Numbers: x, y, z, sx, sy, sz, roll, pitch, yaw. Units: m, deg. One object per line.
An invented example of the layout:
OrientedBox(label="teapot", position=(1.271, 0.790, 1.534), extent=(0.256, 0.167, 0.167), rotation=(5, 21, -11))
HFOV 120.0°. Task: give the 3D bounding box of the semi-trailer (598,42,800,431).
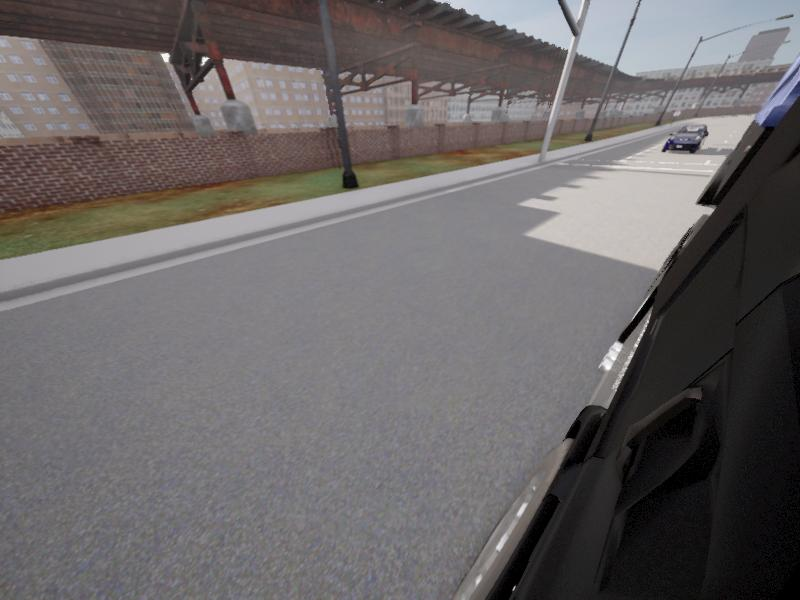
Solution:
OrientedBox(label="semi-trailer", position=(8.701, -3.592, 4.241), extent=(14.254, 4.402, 2.717), rotation=(-28, 44, -30))

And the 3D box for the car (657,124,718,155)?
OrientedBox(label="car", position=(19.894, -11.184, 16.002), extent=(3.633, 1.501, 1.845), rotation=(-28, 44, -30))

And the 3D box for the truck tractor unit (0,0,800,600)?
OrientedBox(label="truck tractor unit", position=(2.645, -0.295, 0.351), extent=(6.516, 4.208, 3.053), rotation=(-28, 44, -30))
